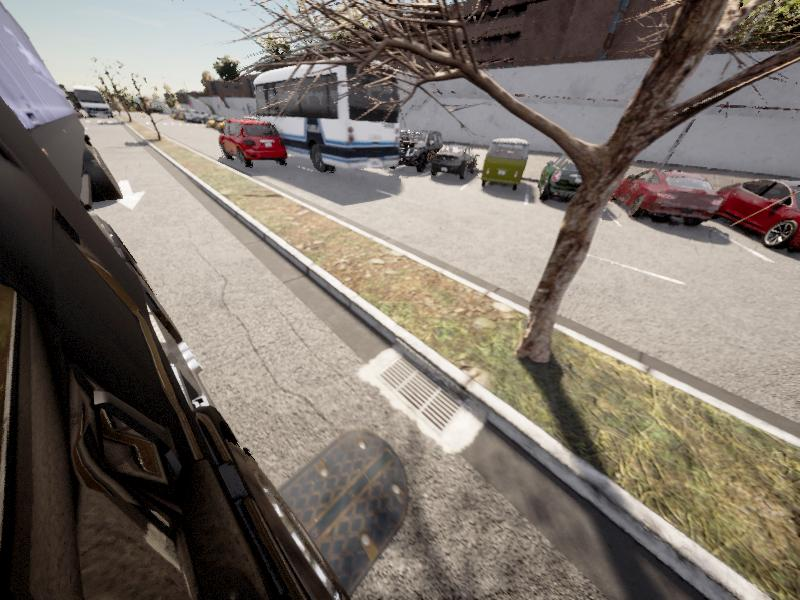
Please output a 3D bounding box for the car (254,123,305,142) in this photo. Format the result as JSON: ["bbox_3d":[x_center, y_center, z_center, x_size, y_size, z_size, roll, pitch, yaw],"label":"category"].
[{"bbox_3d":[-13.529,-19.030,26.341,2.163,1.488,4.792,18,39,18],"label":"car"}]

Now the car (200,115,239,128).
[{"bbox_3d":[-30.347,-30.131,39.111,2.002,1.452,4.674,18,39,18],"label":"car"}]

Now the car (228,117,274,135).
[{"bbox_3d":[-19.848,-23.280,31.012,2.185,1.767,4.553,18,39,18],"label":"car"}]

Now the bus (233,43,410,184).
[{"bbox_3d":[-4.672,-9.922,12.865,3.944,4.253,10.273,-29,48,-36],"label":"bus"}]

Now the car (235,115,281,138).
[{"bbox_3d":[-17.765,-21.918,29.282,1.878,1.987,4.442,19,39,17],"label":"car"}]

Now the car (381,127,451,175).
[{"bbox_3d":[1.191,-9.644,14.809,2.435,2.045,5.566,18,39,18],"label":"car"}]

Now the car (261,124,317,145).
[{"bbox_3d":[-11.505,-17.563,24.548,1.946,1.575,5.366,19,39,18],"label":"car"}]

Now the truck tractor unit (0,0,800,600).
[{"bbox_3d":[-2.645,-0.295,0.352,6.516,4.208,3.053,28,44,30],"label":"truck tractor unit"}]

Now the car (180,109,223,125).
[{"bbox_3d":[-38.715,-35.931,45.359,2.435,2.045,5.566,18,39,18],"label":"car"}]

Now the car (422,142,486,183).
[{"bbox_3d":[3.282,-8.096,13.357,2.231,1.521,4.892,18,39,18],"label":"car"}]

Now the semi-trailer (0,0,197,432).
[{"bbox_3d":[-8.429,-3.821,4.411,14.254,4.402,2.717,32,46,32],"label":"semi-trailer"}]

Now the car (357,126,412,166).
[{"bbox_3d":[-0.950,-10.938,16.380,1.878,1.987,4.442,18,39,18],"label":"car"}]

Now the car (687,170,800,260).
[{"bbox_3d":[11.699,-2.610,6.858,2.163,1.488,4.792,18,39,18],"label":"car"}]

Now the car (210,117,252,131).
[{"bbox_3d":[-26.134,-27.370,35.938,2.163,1.488,4.792,19,39,18],"label":"car"}]

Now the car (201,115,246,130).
[{"bbox_3d":[-28.317,-28.677,37.353,1.946,1.575,5.366,19,39,17],"label":"car"}]

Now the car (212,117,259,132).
[{"bbox_3d":[-24.118,-25.886,34.163,1.946,1.575,5.366,19,39,17],"label":"car"}]

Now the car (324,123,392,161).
[{"bbox_3d":[-2.998,-12.399,18.098,2.435,2.045,5.566,18,39,18],"label":"car"}]

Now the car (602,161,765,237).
[{"bbox_3d":[9.586,-3.986,8.518,2.002,1.452,4.674,18,39,18],"label":"car"}]

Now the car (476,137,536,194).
[{"bbox_3d":[5.448,-6.982,11.691,1.878,1.987,4.442,18,39,18],"label":"car"}]

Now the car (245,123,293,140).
[{"bbox_3d":[-15.645,-20.387,27.927,2.002,1.452,4.674,18,39,18],"label":"car"}]

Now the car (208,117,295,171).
[{"bbox_3d":[-8.553,-9.040,13.228,2.150,2.045,5.566,-29,48,-36],"label":"car"}]

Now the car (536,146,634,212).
[{"bbox_3d":[7.483,-5.464,10.020,2.185,1.767,4.553,18,39,18],"label":"car"}]

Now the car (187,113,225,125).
[{"bbox_3d":[-36.629,-34.329,43.890,2.231,1.521,4.892,19,39,17],"label":"car"}]

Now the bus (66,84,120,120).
[{"bbox_3d":[-54.343,-35.177,41.160,3.944,4.253,10.273,-30,49,-36],"label":"bus"}]

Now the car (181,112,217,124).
[{"bbox_3d":[-40.833,-37.097,47.093,2.097,1.535,5.008,19,39,18],"label":"car"}]
